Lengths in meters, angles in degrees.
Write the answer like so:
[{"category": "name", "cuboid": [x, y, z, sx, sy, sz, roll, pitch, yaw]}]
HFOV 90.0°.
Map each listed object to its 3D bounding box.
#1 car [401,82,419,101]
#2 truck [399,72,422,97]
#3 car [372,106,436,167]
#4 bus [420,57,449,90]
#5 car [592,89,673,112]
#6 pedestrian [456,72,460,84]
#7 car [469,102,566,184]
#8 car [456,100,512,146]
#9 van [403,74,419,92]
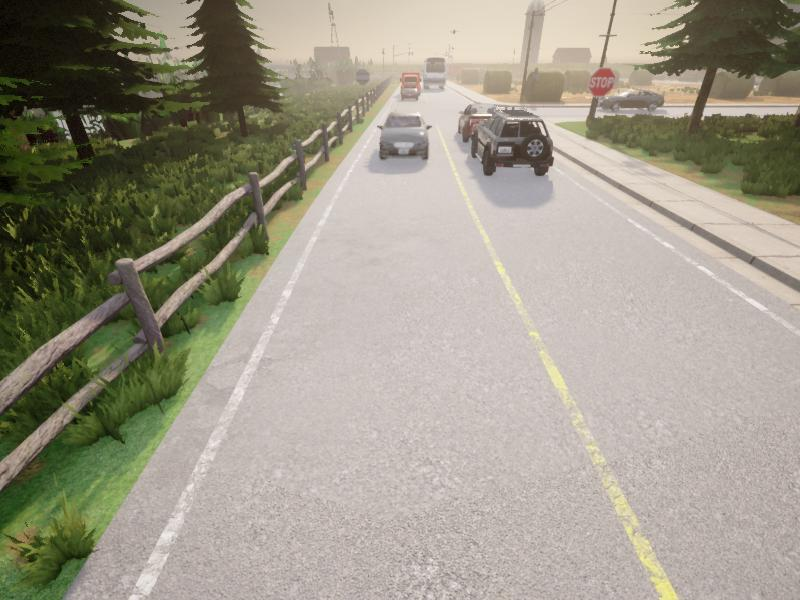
[{"category": "car", "cuboid": [1.047, -21.645, 41.481, 1.851, 1.617, 3.988, 1, 30, 1]}, {"category": "truck", "cuboid": [1.286, -26.019, 48.115, 2.627, 2.467, 5.204, 1, 30, 1]}, {"category": "car", "cuboid": [0.177, -6.570, 15.755, 2.128, 1.511, 4.902, 1, 30, 1]}, {"category": "bus", "cuboid": [5.197, -35.782, 63.059, 3.944, 4.253, 10.273, 1, 30, 1]}, {"category": "car", "cuboid": [18.226, -15.783, 31.605, 4.902, 1.511, 2.128, -1, 30, -1]}, {"category": "pedestrian", "cuboid": [11.038, -42.143, 75.983, 0.751, 1.860, 0.751, 4, 31, 7]}, {"category": "car", "cuboid": [3.648, -5.440, 13.457, 1.932, 1.855, 4.605, 1, 30, 1]}, {"category": "car", "cuboid": [3.870, -8.582, 19.188, 2.007, 1.525, 4.514, 2, 30, 3]}, {"category": "van", "cuboid": [1.548, -30.214, 55.730, 2.069, 2.038, 4.480, 1, 30, 1]}]
